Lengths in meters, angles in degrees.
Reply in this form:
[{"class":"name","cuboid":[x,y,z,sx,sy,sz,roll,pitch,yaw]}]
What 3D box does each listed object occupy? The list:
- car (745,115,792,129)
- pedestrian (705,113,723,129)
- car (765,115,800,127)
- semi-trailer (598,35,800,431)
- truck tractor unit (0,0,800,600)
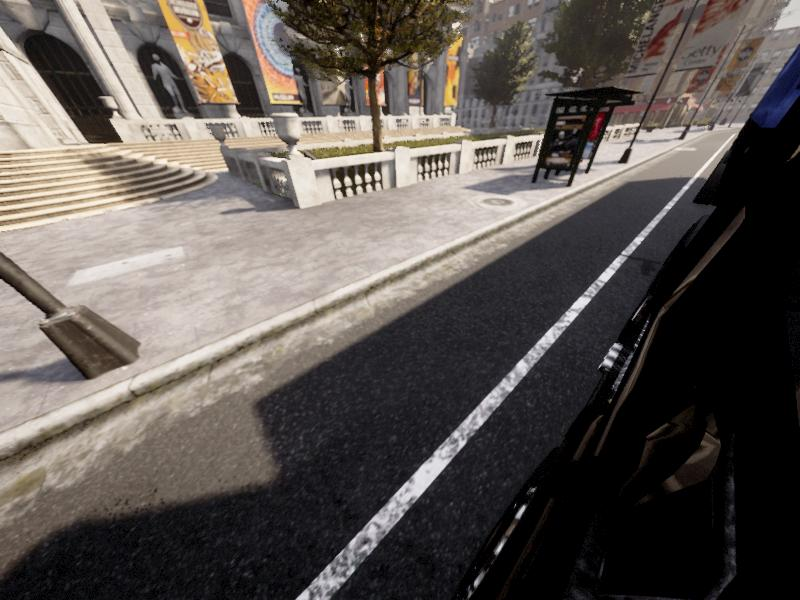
[{"class":"car","cuboid":[54.799,-26.482,34.370,4.674,1.452,2.002,-14,38,-15]},{"class":"pedestrian","cuboid":[46.620,-26.522,34.304,0.751,1.860,0.751,-21,41,-23]},{"class":"car","cuboid":[60.255,-27.635,35.693,4.718,1.301,1.895,-8,37,-7]},{"class":"semi-trailer","cuboid":[8.657,-3.634,4.266,14.254,4.402,2.717,-29,44,-30]},{"class":"truck tractor unit","cuboid":[2.645,-0.295,0.351,6.516,4.208,3.053,-28,44,-30]}]
